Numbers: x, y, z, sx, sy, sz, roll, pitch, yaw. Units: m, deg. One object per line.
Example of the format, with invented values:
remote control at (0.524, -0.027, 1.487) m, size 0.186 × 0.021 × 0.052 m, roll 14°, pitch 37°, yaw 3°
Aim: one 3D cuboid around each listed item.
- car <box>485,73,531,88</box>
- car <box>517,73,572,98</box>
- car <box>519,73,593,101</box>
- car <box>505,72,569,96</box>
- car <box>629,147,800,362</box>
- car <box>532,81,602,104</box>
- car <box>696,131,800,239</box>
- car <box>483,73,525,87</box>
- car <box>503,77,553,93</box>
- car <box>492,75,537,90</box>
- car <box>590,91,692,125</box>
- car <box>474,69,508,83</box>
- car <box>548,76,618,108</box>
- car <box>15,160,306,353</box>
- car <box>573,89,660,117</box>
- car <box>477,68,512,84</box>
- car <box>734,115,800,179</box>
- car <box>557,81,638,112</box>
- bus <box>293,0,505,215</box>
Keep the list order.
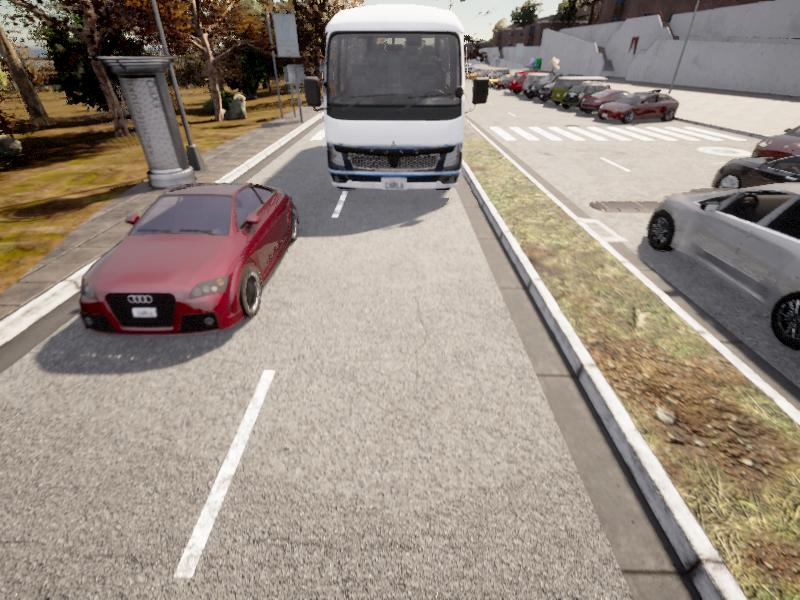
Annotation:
car at (13.785, -28.110, 51.272) m, size 5.366 × 1.575 × 1.946 m, roll -10°, pitch 33°, yaw -17°
car at (13.826, -20.608, 38.399) m, size 4.442 × 1.987 × 1.878 m, roll -10°, pitch 33°, yaw -17°
car at (13.905, -19.112, 35.852) m, size 5.566 × 2.045 × 2.435 m, roll -10°, pitch 33°, yaw -17°
car at (13.966, -22.192, 40.997) m, size 5.566 × 2.045 × 2.435 m, roll -10°, pitch 32°, yaw -17°
car at (5.793, -0.893, 5.756) m, size 2.242 × 1.667 × 4.611 m, roll 0°, pitch 31°, yaw 0°
car at (13.915, -17.370, 33.435) m, size 4.892 × 1.521 × 2.231 m, roll -10°, pitch 32°, yaw -17°
car at (8.804, -2.255, 8.177) m, size 1.837 × 1.490 × 4.892 m, roll 0°, pitch 31°, yaw 0°
car at (13.989, -29.674, 53.913) m, size 4.792 × 1.488 × 2.163 m, roll -10°, pitch 33°, yaw -17°
car at (13.938, -23.475, 43.692) m, size 4.674 × 1.452 × 2.002 m, roll -10°, pitch 32°, yaw -17°
car at (13.925, -26.561, 48.788) m, size 4.792 × 1.488 × 2.163 m, roll -10°, pitch 33°, yaw -17°
car at (13.874, -11.198, 23.184) m, size 4.792 × 1.488 × 2.163 m, roll -10°, pitch 33°, yaw -17°
car at (13.951, -34.478, 61.445) m, size 4.553 × 1.767 × 2.185 m, roll -10°, pitch 33°, yaw -17°
car at (14.027, -16.053, 30.797) m, size 4.442 × 1.987 × 1.878 m, roll -10°, pitch 32°, yaw -17°
car at (-2.972, -1.029, 6.274) m, size 1.994 × 1.385 × 4.181 m, roll 0°, pitch 31°, yaw 0°
car at (13.901, -12.740, 25.779) m, size 4.674 × 1.452 × 2.002 m, roll -10°, pitch 32°, yaw -17°
car at (13.868, -32.976, 58.815) m, size 4.442 × 1.987 × 1.878 m, roll -10°, pitch 34°, yaw -17°
car at (13.853, -5.030, 12.884) m, size 4.792 × 1.488 × 2.163 m, roll -10°, pitch 33°, yaw -17°
car at (13.883, -14.409, 28.244) m, size 4.553 × 1.767 × 2.185 m, roll -10°, pitch 32°, yaw -17°
bus at (0.110, -6.657, 12.849) m, size 3.944 × 4.253 × 10.273 m, roll 1°, pitch 33°, yaw 1°
